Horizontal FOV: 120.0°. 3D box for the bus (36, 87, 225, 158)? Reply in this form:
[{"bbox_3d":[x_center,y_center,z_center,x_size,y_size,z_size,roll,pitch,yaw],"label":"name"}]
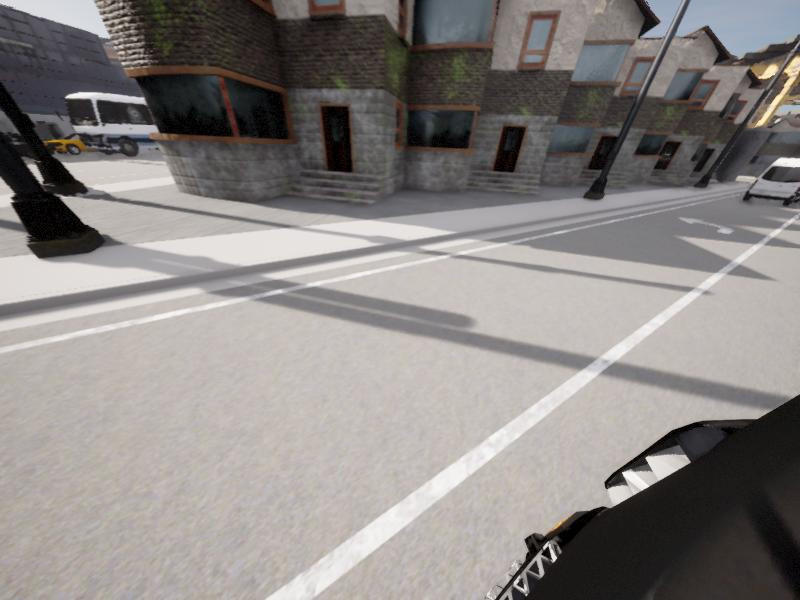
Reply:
[{"bbox_3d":[-23.355,-16.304,21.769,3.944,4.253,10.273,11,36,11],"label":"bus"}]

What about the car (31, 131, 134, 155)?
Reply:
[{"bbox_3d":[-27.786,-13.990,20.582,1.882,1.535,5.008,11,36,11],"label":"car"}]

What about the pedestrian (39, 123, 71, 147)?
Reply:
[{"bbox_3d":[-33.899,-16.212,22.750,0.751,1.860,0.751,4,34,2],"label":"pedestrian"}]

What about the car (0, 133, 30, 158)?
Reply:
[{"bbox_3d":[-29.453,-10.442,15.578,1.994,1.385,4.181,11,36,12],"label":"car"}]

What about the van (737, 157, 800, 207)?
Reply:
[{"bbox_3d":[26.294,-8.047,15.675,5.915,2.561,1.988,-15,38,-25],"label":"van"}]

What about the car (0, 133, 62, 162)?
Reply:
[{"bbox_3d":[-26.070,-9.896,14.929,1.816,1.474,4.193,11,36,11],"label":"car"}]

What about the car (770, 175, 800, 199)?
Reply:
[{"bbox_3d":[32.980,-9.248,18.893,3.633,1.501,1.845,-13,37,-22],"label":"car"}]

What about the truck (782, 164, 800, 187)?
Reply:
[{"bbox_3d":[51.493,-14.777,27.730,2.627,2.467,5.204,11,35,11],"label":"truck"}]
